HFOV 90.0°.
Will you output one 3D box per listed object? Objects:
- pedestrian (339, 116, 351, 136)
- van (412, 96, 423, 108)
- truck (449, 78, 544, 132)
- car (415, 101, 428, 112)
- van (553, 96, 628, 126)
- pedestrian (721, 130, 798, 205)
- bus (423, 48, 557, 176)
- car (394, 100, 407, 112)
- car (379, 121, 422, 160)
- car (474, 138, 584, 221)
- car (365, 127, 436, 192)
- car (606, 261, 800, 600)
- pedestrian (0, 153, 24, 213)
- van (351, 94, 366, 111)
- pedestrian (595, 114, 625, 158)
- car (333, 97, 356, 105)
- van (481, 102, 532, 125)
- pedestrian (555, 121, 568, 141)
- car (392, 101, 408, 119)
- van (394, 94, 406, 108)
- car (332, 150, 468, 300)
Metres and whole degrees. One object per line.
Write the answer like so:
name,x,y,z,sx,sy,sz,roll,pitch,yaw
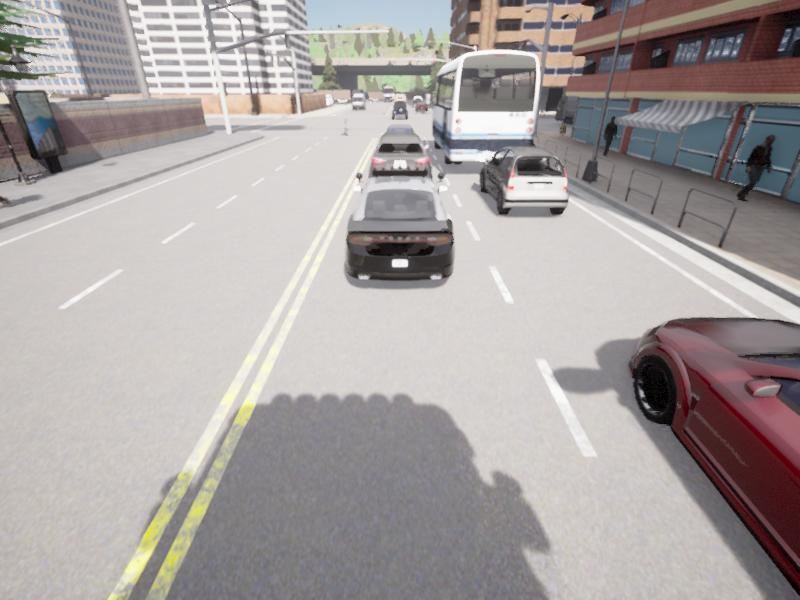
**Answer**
pedestrian,-4.054,-12.844,29.551,0.751,1.300,0.751,-4,28,-8
van,3.522,-39.831,80.418,2.069,2.038,4.480,0,28,0
truck,8.467,-17.042,34.906,8.468,3.827,2.891,-20,33,-33
car,3.515,-31.757,65.613,1.812,1.442,4.674,0,28,0
van,18.512,-18.526,39.127,5.915,2.561,1.988,0,28,0
pedestrian,9.837,-3.645,11.025,0.751,1.860,0.751,0,28,1
bus,3.388,-9.081,19.219,3.944,4.253,10.273,0,27,0
car,0.020,-31.943,65.843,2.038,1.542,4.974,0,28,0
car,0.010,-8.672,21.523,2.033,1.411,5.357,0,28,0
car,3.508,-3.693,11.773,1.851,1.617,3.988,0,28,0
car,0.007,-5.375,14.919,2.242,1.667,4.611,0,28,0
car,3.500,1.169,2.731,1.994,1.385,4.181,0,28,1
pedestrian,-10.740,-3.237,10.247,0.751,1.860,0.751,2,28,3
van,-6.984,-33.677,68.060,1.988,2.561,5.915,0,28,0
pedestrian,9.796,-7.670,18.722,0.751,1.860,0.751,6,28,12
car,-13.254,-47.635,95.702,4.974,1.542,2.038,0,28,0
van,10.398,-18.340,39.372,4.442,1.987,1.775,0,28,0
pedestrian,10.281,-10.743,25.454,0.500,1.100,0.500,2,28,4
car,0.016,-23.217,48.802,1.905,1.878,3.866,0,28,0
van,0.024,-39.579,79.501,2.351,2.431,6.366,0,28,0
car,0.002,-1.941,8.386,1.930,1.638,5.238,0,28,0
